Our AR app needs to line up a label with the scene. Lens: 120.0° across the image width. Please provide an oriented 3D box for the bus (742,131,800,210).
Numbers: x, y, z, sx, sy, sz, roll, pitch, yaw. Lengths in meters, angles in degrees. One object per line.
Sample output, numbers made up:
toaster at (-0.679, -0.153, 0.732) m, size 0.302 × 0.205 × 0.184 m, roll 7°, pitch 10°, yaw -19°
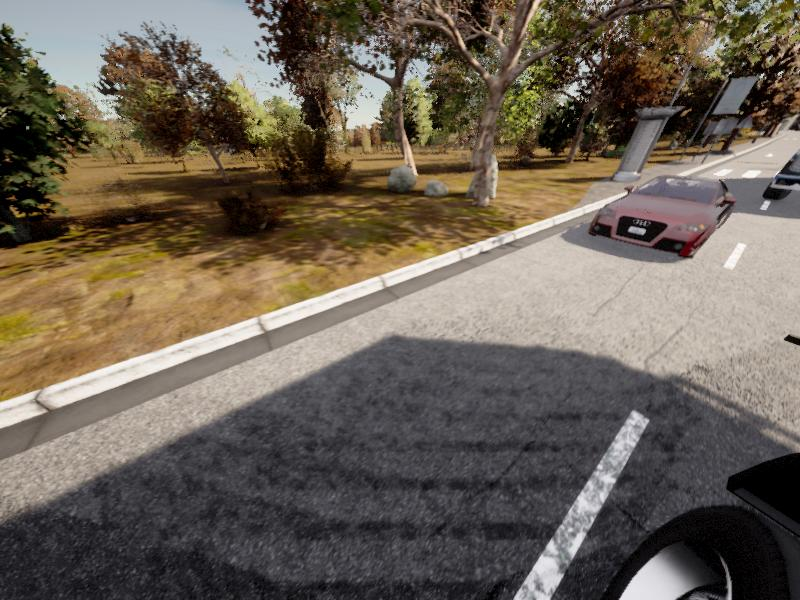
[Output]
bus at (18.248, -6.127, 8.410) m, size 10.273 × 4.253 × 3.944 m, roll -21°, pitch 40°, yaw -26°

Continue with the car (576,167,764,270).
car at (6.826, -2.345, 5.876) m, size 4.181 × 1.385 × 1.994 m, roll -23°, pitch 41°, yaw -27°
